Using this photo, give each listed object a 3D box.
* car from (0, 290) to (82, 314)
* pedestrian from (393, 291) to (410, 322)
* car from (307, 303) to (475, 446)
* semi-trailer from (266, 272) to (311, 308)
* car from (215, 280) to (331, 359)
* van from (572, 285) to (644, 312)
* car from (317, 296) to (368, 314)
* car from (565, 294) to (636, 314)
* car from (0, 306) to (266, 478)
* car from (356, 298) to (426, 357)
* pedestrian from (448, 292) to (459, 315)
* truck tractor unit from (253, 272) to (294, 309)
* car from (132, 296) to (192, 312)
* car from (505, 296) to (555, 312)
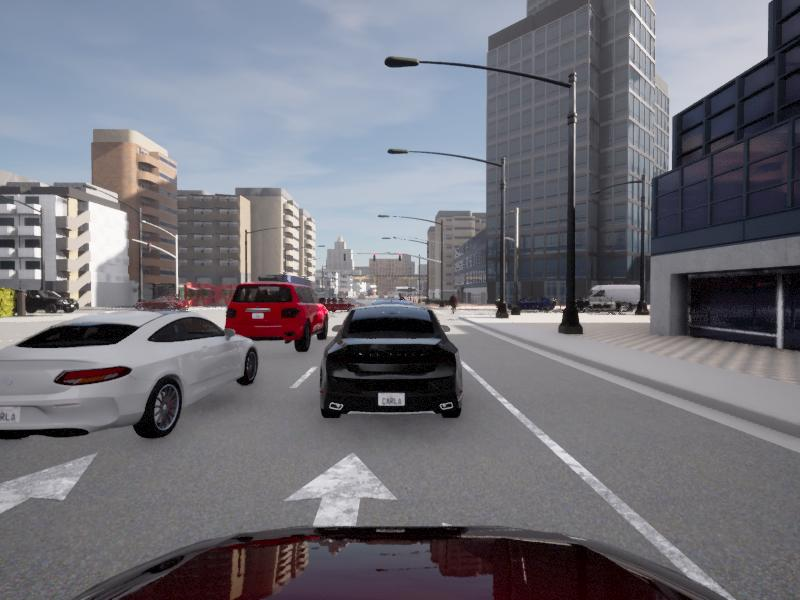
[{"bbox_3d":[-30.852,0.145,34.241,5.566,2.045,2.150,0,1,-1],"label":"car"},{"bbox_3d":[0.089,0.390,25.156,0.751,1.860,0.751,-1,1,-34],"label":"pedestrian"},{"bbox_3d":[-0.149,0.835,6.827,1.837,1.490,4.892,0,0,-1],"label":"car"},{"bbox_3d":[-15.271,-1.261,56.260,2.717,4.402,14.254,0,0,-1],"label":"semi-trailer"},{"bbox_3d":[-3.796,0.479,13.206,2.150,2.045,5.566,0,1,-1],"label":"car"},{"bbox_3d":[19.906,-0.155,38.479,5.915,2.561,1.988,0,1,-1],"label":"van"},{"bbox_3d":[-5.149,0.431,35.888,4.193,1.474,1.816,1,1,21],"label":"car"},{"bbox_3d":[17.472,0.356,34.965,5.238,1.638,1.930,0,1,-1],"label":"car"},{"bbox_3d":[-3.631,0.861,5.908,1.812,1.442,4.674,0,0,-1],"label":"car"},{"bbox_3d":[-0.289,0.737,13.310,1.882,1.535,5.008,0,1,-1],"label":"car"},{"bbox_3d":[4.351,0.266,32.505,0.751,1.860,0.751,0,1,14],"label":"pedestrian"},{"bbox_3d":[-15.085,-1.102,48.347,3.053,4.208,6.516,0,0,-1],"label":"truck tractor unit"},{"bbox_3d":[-22.333,0.396,37.650,4.674,1.442,1.812,0,1,3],"label":"car"},{"bbox_3d":[12.427,0.376,38.379,4.193,1.474,1.816,0,1,-1],"label":"car"}]
